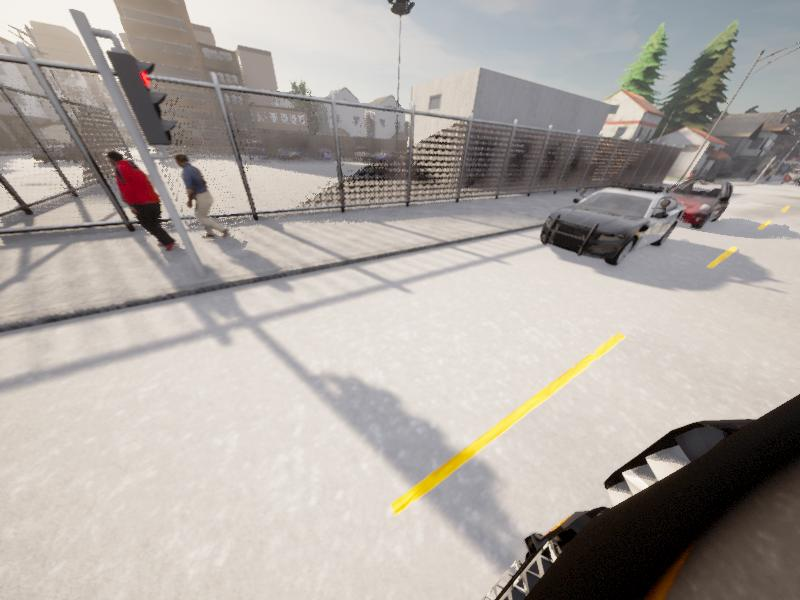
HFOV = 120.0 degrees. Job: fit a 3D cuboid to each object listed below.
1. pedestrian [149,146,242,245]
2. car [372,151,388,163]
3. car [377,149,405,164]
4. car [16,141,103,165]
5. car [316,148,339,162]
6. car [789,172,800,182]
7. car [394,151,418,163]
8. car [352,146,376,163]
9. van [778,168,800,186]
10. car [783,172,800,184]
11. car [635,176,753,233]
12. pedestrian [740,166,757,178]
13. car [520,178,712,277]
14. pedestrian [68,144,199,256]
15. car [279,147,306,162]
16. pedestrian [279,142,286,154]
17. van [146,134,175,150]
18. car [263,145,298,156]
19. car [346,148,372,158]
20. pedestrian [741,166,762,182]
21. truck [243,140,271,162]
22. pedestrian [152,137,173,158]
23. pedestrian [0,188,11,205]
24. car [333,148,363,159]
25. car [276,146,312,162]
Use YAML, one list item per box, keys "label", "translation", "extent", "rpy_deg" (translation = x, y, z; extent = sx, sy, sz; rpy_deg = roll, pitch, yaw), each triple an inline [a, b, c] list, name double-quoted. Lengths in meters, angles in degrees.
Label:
- label: "pedestrian"
  translation: [-4.359, -2.275, 5.121]
  extent: [0.751, 1.860, 0.751]
  rpy_deg: [-6, 34, -13]
- label: "car"
  translation: [-2.973, -21.184, 34.226]
  extent: [1.481, 1.379, 2.207]
  rpy_deg: [-17, 38, -27]
- label: "car"
  translation: [-1.463, -22.115, 35.557]
  extent: [2.242, 1.667, 4.611]
  rpy_deg: [-17, 38, -27]
- label: "car"
  translation: [-26.795, -11.853, 18.521]
  extent: [2.033, 1.411, 5.357]
  rpy_deg: [-17, 38, -27]
- label: "car"
  translation: [-10.122, -20.236, 32.181]
  extent: [1.845, 1.501, 3.633]
  rpy_deg: [-17, 38, -27]
- label: "car"
  translation: [71.841, -21.837, 41.116]
  extent: [4.181, 1.385, 1.994]
  rpy_deg: [-17, 38, -27]
- label: "car"
  translation: [0.866, -23.232, 37.541]
  extent: [1.816, 1.474, 4.193]
  rpy_deg: [-17, 38, -27]
- label: "car"
  translation: [-5.259, -21.230, 33.742]
  extent: [1.905, 1.878, 3.866]
  rpy_deg: [-17, 38, -27]
- label: "van"
  translation: [56.638, -17.586, 32.993]
  extent: [4.442, 1.987, 1.775]
  rpy_deg: [-17, 38, -27]
- label: "car"
  translation: [63.055, -19.292, 36.466]
  extent: [4.514, 1.525, 2.007]
  rpy_deg: [-17, 38, -27]
- label: "car"
  translation: [12.249, -4.129, 9.659]
  extent: [3.988, 1.617, 1.851]
  rpy_deg: [-17, 38, -27]
- label: "pedestrian"
  translation: [60.949, -22.362, 40.403]
  extent: [0.751, 1.860, 0.751]
  rpy_deg: [-18, 39, -28]
- label: "car"
  translation: [6.087, -2.349, 6.475]
  extent: [5.238, 1.638, 1.930]
  rpy_deg: [-17, 38, -27]
- label: "pedestrian"
  translation: [-4.955, -1.899, 4.507]
  extent: [0.751, 1.860, 0.751]
  rpy_deg: [-5, 34, -11]
- label: "car"
  translation: [-13.914, -18.786, 29.817]
  extent: [2.033, 1.415, 5.357]
  rpy_deg: [-17, 38, -27]
- label: "pedestrian"
  translation: [-22.807, -29.529, 44.822]
  extent: [0.751, 1.860, 0.751]
  rpy_deg: [-18, 39, -28]
- label: "van"
  translation: [-46.419, -30.786, 45.007]
  extent: [2.351, 2.431, 6.366]
  rpy_deg: [-17, 38, -27]
- label: "car"
  translation: [-20.839, -26.093, 40.339]
  extent: [4.902, 1.511, 2.128]
  rpy_deg: [-17, 39, -28]
- label: "car"
  translation: [-8.275, -29.883, 47.030]
  extent: [4.892, 1.490, 1.837]
  rpy_deg: [-17, 39, -28]
- label: "pedestrian"
  translation: [49.495, -17.717, 32.526]
  extent: [0.751, 1.860, 0.751]
  rpy_deg: [-14, 37, -23]
- label: "truck"
  translation: [-17.373, -18.114, 27.975]
  extent: [2.069, 2.038, 4.478]
  rpy_deg: [-17, 38, -27]
- label: "pedestrian"
  translation: [-25.508, -16.427, 24.863]
  extent: [0.751, 1.860, 0.751]
  rpy_deg: [-6, 35, -14]
- label: "pedestrian"
  translation: [-12.947, -3.748, 6.687]
  extent: [0.751, 1.860, 0.751]
  rpy_deg: [-16, 38, -26]
- label: "car"
  translation: [-9.532, -26.854, 42.352]
  extent: [4.902, 1.511, 2.128]
  rpy_deg: [-16, 38, -26]
- label: "car"
  translation: [-13.634, -18.825, 29.767]
  extent: [3.705, 1.547, 1.789]
  rpy_deg: [-17, 38, -27]
